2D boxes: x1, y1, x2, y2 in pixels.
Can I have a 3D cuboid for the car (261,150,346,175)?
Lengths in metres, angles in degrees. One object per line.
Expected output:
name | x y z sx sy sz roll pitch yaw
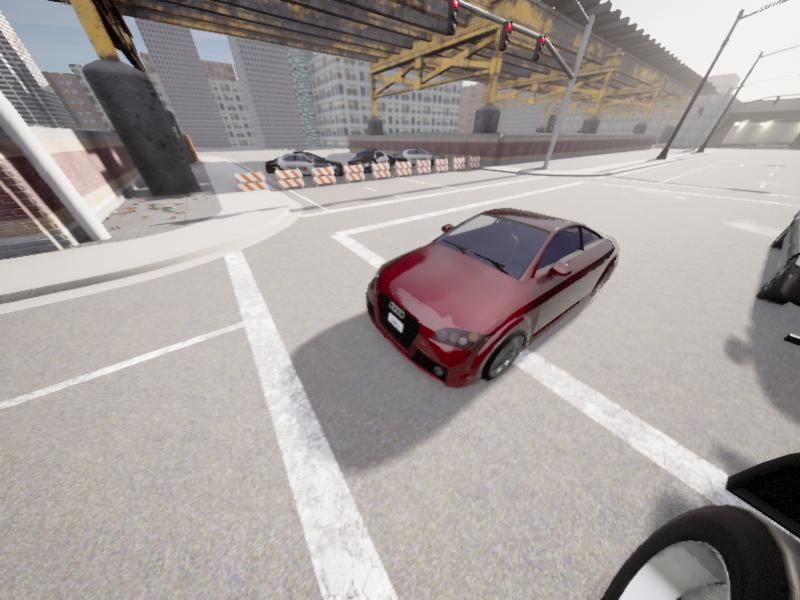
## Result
car | -6.075 -8.904 14.919 4.536 1.218 1.853 5 36 7

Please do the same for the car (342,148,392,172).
car | -2.250 -10.480 17.123 1.853 1.218 4.536 11 37 15

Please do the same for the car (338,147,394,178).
car | -2.266 -10.323 17.173 2.038 1.542 4.974 11 37 15

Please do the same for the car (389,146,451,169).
car | 1.662 -12.495 20.220 4.974 1.542 2.038 -4 35 -5

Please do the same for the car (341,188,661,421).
car | 1.577 -0.557 3.495 4.181 1.385 1.994 -22 41 -28

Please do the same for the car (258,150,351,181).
car | -6.023 -8.771 15.004 4.974 1.542 2.038 5 36 7

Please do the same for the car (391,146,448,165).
car | 1.610 -12.620 20.124 4.536 1.218 1.853 -4 35 -5

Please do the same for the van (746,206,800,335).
van | 8.230 -1.303 3.484 5.915 2.561 1.988 -22 41 -28
